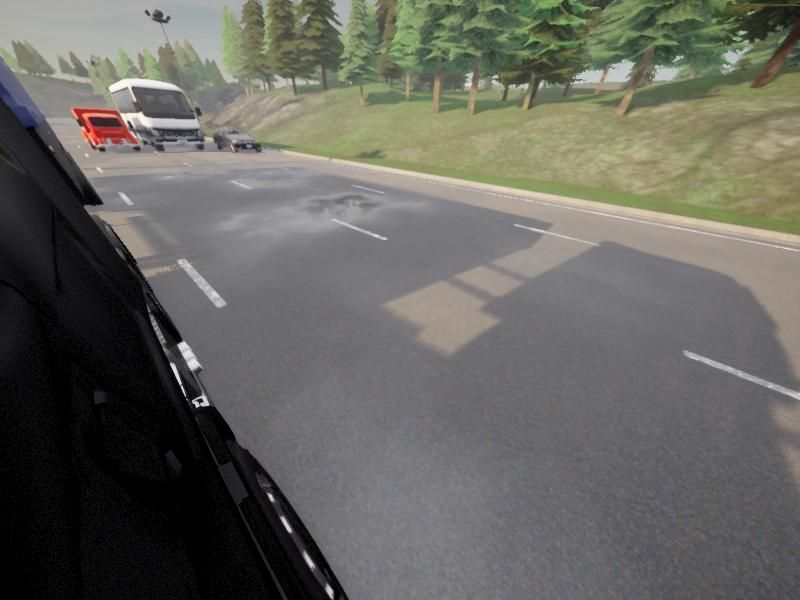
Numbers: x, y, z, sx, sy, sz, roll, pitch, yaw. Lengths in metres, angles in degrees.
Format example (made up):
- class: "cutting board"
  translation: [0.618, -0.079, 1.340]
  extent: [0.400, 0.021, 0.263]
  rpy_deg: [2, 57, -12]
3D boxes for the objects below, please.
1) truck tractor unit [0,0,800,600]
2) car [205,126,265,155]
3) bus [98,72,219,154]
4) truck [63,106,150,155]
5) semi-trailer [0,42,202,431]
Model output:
- class: "truck tractor unit"
  translation: [-2.645, -0.295, 0.351]
  extent: [6.516, 4.208, 3.053]
  rpy_deg: [28, 44, 30]
- class: "car"
  translation: [-13.898, -13.489, 19.468]
  extent: [5.027, 1.651, 2.152]
  rpy_deg: [28, 44, 30]
- class: "bus"
  translation: [-20.150, -15.264, 19.273]
  extent: [10.273, 4.253, 3.944]
  rpy_deg: [28, 44, 30]
- class: "truck"
  translation: [-21.035, -12.164, 16.569]
  extent: [5.204, 2.467, 2.627]
  rpy_deg: [28, 44, 30]
- class: "semi-trailer"
  translation: [-8.710, -3.589, 4.229]
  extent: [14.254, 4.402, 2.717]
  rpy_deg: [28, 44, 30]
